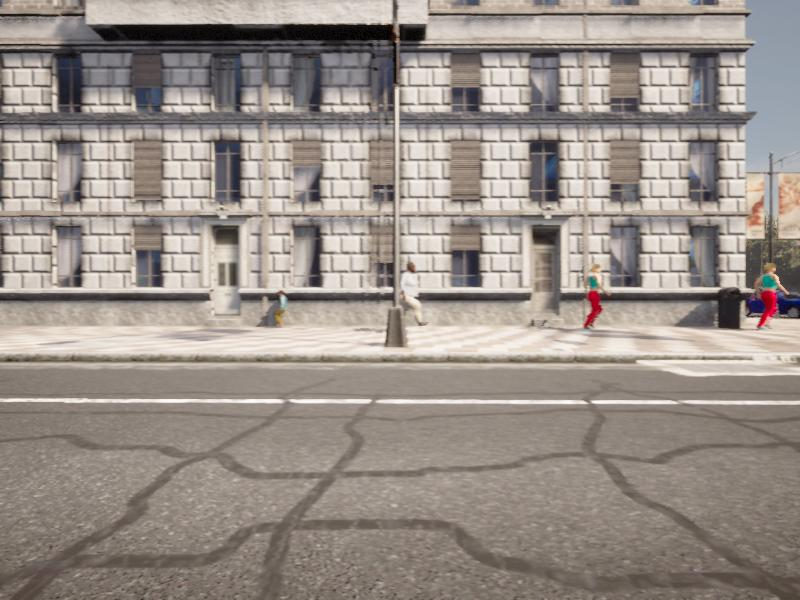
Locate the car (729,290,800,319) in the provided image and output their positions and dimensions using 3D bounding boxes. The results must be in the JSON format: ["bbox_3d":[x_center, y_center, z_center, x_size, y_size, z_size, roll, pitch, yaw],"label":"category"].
[{"bbox_3d":[21.716,0.223,22.736,1.882,1.535,5.008,0,1,0],"label":"car"}]

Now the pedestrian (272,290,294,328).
[{"bbox_3d":[-3.441,0.268,11.825,0.500,1.100,0.500,0,0,0],"label":"pedestrian"}]

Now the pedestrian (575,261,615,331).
[{"bbox_3d":[5.330,-0.114,10.985,0.751,1.860,0.751,0,0,1],"label":"pedestrian"}]

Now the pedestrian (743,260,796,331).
[{"bbox_3d":[10.019,-0.115,10.867,0.751,1.860,0.751,0,0,4],"label":"pedestrian"}]

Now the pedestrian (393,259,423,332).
[{"bbox_3d":[0.207,-0.113,10.564,0.751,1.860,0.751,0,0,0],"label":"pedestrian"}]

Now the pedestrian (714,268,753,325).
[{"bbox_3d":[11.199,-0.114,13.441,0.751,1.860,0.751,0,0,14],"label":"pedestrian"}]
